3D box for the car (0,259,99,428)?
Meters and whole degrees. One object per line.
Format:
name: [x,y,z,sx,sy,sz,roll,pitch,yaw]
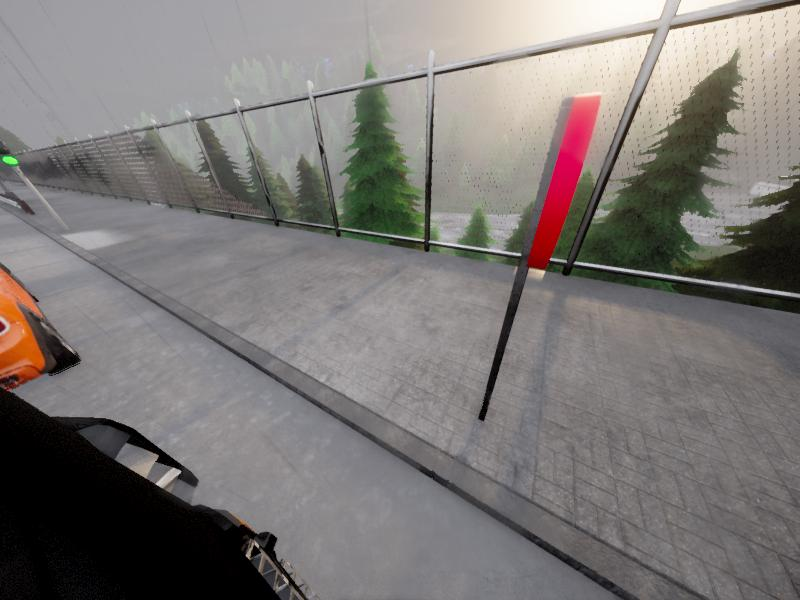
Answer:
car: [-6.162,0.158,2.549,4.553,1.767,2.097,16,38,26]
